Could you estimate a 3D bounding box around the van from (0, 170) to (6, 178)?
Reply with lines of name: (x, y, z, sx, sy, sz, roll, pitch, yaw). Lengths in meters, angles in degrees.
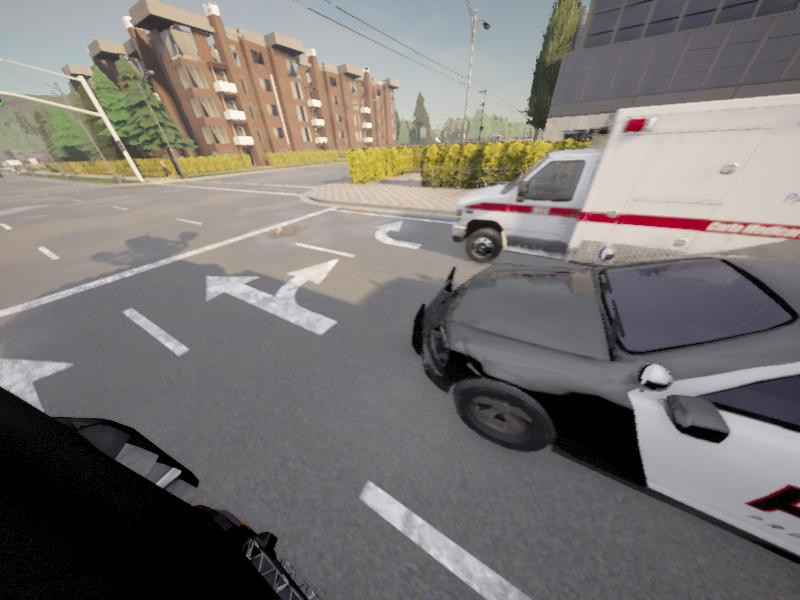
van: (-78.184, -24.645, 43.911, 5.915, 2.561, 1.988, 16, 38, 26)

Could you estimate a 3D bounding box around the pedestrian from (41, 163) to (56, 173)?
pedestrian: (-73.452, -27.619, 48.311, 0.751, 1.860, 0.751, 13, 37, 22)

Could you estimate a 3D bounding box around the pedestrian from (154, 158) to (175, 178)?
pedestrian: (-26.492, -14.880, 25.983, 0.751, 1.860, 0.751, 17, 38, 27)

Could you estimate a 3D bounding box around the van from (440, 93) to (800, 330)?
van: (4.171, -1.645, 3.868, 6.366, 2.431, 2.351, 16, 38, 26)

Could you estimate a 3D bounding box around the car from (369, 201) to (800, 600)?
car: (2.488, 0.485, 1.612, 4.974, 1.542, 2.038, 16, 38, 26)

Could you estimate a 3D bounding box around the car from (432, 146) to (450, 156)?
car: (9.119, -32.768, 50.681, 2.242, 1.667, 4.611, 17, 38, 26)

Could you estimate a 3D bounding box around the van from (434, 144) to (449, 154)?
van: (10.521, -38.097, 58.211, 2.069, 2.038, 4.480, 17, 38, 26)

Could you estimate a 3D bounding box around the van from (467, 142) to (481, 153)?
van: (18.569, -38.275, 57.911, 2.069, 2.038, 4.480, 17, 38, 26)

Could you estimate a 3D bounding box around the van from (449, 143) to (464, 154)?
van: (14.214, -37.865, 57.605, 2.069, 2.038, 4.480, 17, 38, 26)

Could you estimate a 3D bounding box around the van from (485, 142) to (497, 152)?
van: (22.957, -38.696, 58.274, 1.775, 1.987, 4.442, 17, 38, 26)
